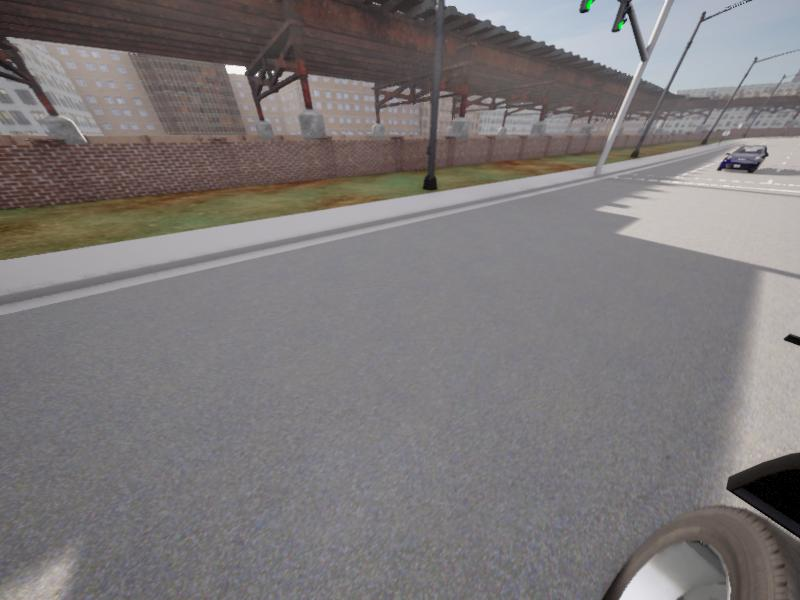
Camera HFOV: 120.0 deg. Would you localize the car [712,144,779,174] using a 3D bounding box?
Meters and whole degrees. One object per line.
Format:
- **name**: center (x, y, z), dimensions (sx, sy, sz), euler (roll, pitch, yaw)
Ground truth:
- **car**: center (24.178, -9.925, 16.188), dimensions (3.633, 1.501, 1.845), euler (-23, 41, -27)
